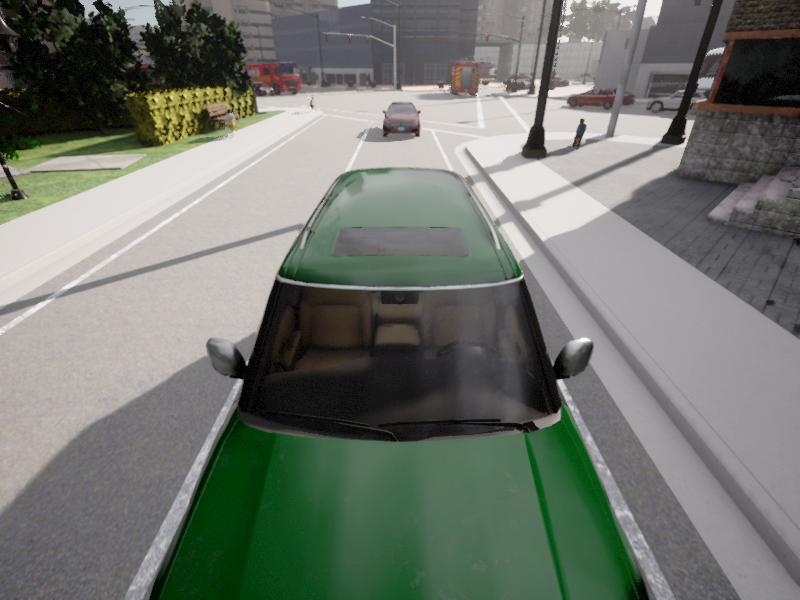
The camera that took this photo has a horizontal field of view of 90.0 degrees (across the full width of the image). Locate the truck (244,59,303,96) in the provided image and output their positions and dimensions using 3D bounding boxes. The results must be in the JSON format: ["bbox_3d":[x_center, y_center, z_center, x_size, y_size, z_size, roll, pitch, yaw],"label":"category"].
[{"bbox_3d":[-16.184,-28.434,51.098,2.891,3.827,8.468,-27,39,-38],"label":"truck"}]

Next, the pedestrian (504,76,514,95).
[{"bbox_3d":[12.487,-24.612,45.910,0.751,1.860,0.751,15,34,24],"label":"pedestrian"}]

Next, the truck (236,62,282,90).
[{"bbox_3d":[-23.251,-36.848,65.935,2.891,3.827,8.468,-27,39,-38],"label":"truck"}]

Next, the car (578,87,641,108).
[{"bbox_3d":[18.129,-17.646,34.737,1.994,1.385,4.181,-27,39,-38],"label":"car"}]

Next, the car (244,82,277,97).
[{"bbox_3d":[-16.760,-25.247,47.912,1.970,1.475,3.806,-27,39,-37],"label":"car"}]

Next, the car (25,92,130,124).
[{"bbox_3d":[-20.863,-12.573,26.048,4.792,1.488,2.163,-26,39,-37],"label":"car"}]

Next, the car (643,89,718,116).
[{"bbox_3d":[20.076,-14.227,28.718,1.970,1.475,3.806,-26,39,-37],"label":"car"}]

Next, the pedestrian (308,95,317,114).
[{"bbox_3d":[-6.145,-13.725,28.089,0.500,1.100,0.500,-7,31,-11],"label":"pedestrian"}]

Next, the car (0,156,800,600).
[{"bbox_3d":[0.000,0.344,3.438,2.150,2.045,5.566,0,30,0],"label":"car"}]

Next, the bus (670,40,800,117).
[{"bbox_3d":[25.534,-15.125,27.389,3.944,4.253,10.273,-27,38,-37],"label":"bus"}]

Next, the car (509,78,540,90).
[{"bbox_3d":[18.479,-32.060,59.318,4.974,1.542,2.038,-26,39,-37],"label":"car"}]

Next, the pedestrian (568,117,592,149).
[{"bbox_3d":[7.027,-6.531,15.650,0.500,1.100,0.500,-1,30,-2],"label":"pedestrian"}]

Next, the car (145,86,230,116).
[{"bbox_3d":[-15.903,-15.080,30.196,5.027,1.651,2.152,-26,39,-37],"label":"car"}]

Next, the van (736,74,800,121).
[{"bbox_3d":[24.940,-12.258,24.212,2.351,2.431,6.366,-27,39,-38],"label":"van"}]

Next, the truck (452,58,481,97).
[{"bbox_3d":[8.002,-27.368,49.036,2.891,3.827,8.468,2,30,5],"label":"truck"}]

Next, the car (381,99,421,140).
[{"bbox_3d":[0.097,-9.442,20.718,1.812,1.442,4.674,0,30,1],"label":"car"}]

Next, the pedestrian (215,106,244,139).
[{"bbox_3d":[-7.780,-8.140,18.302,0.751,1.300,0.751,0,30,0],"label":"pedestrian"}]

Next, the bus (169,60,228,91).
[{"bbox_3d":[-33.254,-36.969,65.928,10.273,4.253,3.944,23,37,35],"label":"bus"}]

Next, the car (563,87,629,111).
[{"bbox_3d":[15.803,-16.365,32.439,1.816,1.474,4.193,-27,39,-37],"label":"car"}]
